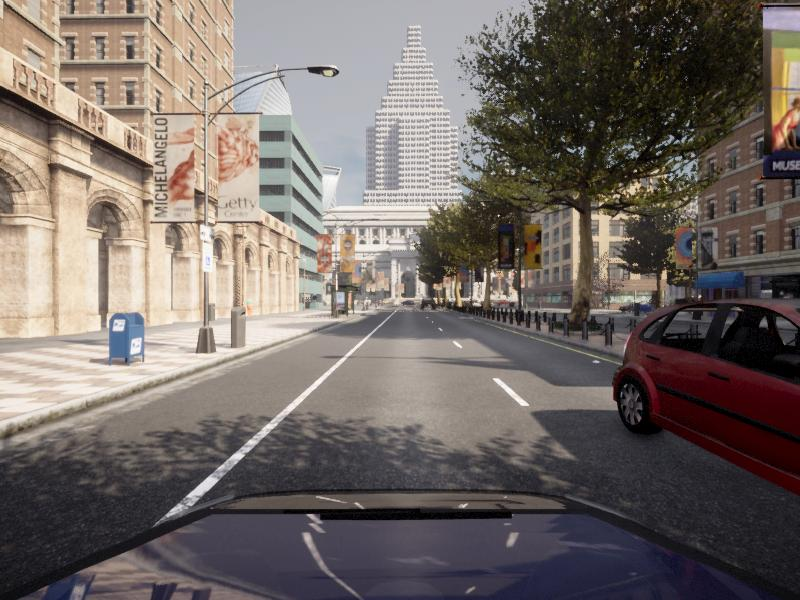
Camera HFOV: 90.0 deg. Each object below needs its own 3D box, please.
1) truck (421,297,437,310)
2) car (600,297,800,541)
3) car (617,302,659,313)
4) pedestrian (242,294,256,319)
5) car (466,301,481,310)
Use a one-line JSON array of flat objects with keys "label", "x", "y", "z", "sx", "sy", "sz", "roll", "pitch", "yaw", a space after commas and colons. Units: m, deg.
[{"label": "truck", "x": 4.873, "y": 0.540, "z": 68.646, "sx": 2.390, "sy": 2.098, "sz": 6.274, "roll": 0, "pitch": 0, "yaw": 1}, {"label": "car", "x": 3.587, "y": 0.788, "z": 3.390, "sx": 1.851, "sy": 1.617, "sz": 3.988, "roll": 0, "pitch": 0, "yaw": 1}, {"label": "car", "x": 30.345, "y": 0.908, "z": 51.130, "sx": 4.181, "sy": 1.385, "sz": 1.994, "roll": 0, "pitch": 0, "yaw": 0}, {"label": "pedestrian", "x": -11.450, "y": 0.485, "z": 30.292, "sx": 0.751, "sy": 1.860, "sz": 0.751, "roll": 0, "pitch": 0, "yaw": 0}, {"label": "car", "x": 12.904, "y": 0.895, "z": 70.127, "sx": 1.970, "sy": 1.475, "sz": 3.806, "roll": 0, "pitch": 0, "yaw": 1}]
